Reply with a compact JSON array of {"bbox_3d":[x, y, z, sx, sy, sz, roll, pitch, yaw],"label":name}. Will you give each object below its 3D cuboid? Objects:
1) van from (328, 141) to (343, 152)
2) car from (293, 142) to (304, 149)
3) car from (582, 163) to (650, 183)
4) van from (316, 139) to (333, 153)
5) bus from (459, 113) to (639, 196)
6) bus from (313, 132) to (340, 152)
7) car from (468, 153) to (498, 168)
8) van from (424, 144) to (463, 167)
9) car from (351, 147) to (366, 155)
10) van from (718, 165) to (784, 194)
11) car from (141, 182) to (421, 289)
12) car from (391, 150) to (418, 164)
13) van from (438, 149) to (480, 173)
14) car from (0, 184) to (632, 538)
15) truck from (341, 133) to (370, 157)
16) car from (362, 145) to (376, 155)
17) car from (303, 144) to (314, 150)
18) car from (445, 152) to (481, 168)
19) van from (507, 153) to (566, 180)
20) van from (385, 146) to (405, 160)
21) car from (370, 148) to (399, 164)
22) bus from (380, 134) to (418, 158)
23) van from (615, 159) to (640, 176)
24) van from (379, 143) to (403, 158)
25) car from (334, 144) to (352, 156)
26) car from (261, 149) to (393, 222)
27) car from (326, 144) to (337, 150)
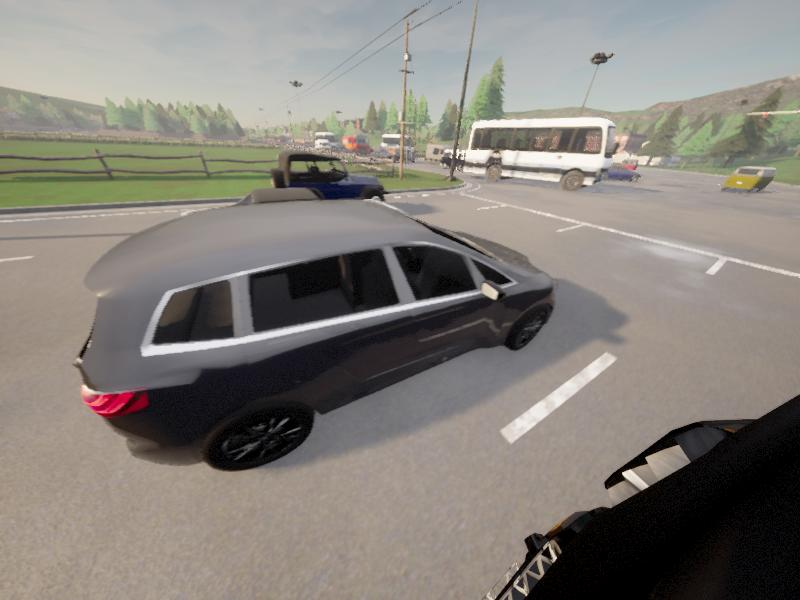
[{"bbox_3d":[-19.098,-45.528,68.355,2.351,2.431,6.366,-16,38,-26],"label":"van"},{"bbox_3d":[-34.642,-52.667,78.653,2.242,1.667,4.611,-16,38,-26],"label":"car"},{"bbox_3d":[22.815,-13.565,24.619,4.792,1.488,2.163,5,34,3],"label":"car"},{"bbox_3d":[-18.122,-36.995,55.535,1.988,2.561,5.915,-16,38,-26],"label":"van"},{"bbox_3d":[10.460,-11.429,17.983,10.273,4.253,3.944,29,44,34],"label":"bus"},{"bbox_3d":[-20.638,-44.139,64.518,3.944,4.253,10.273,-16,38,-26],"label":"bus"},{"bbox_3d":[12.815,-21.660,35.848,1.851,1.617,3.988,-16,38,-26],"label":"car"},{"bbox_3d":[6.098,-20.984,33.479,1.988,2.561,5.915,-16,39,-26],"label":"van"},{"bbox_3d":[-10.089,-36.306,56.143,1.812,1.442,4.674,-16,38,-26],"label":"car"},{"bbox_3d":[31.657,-10.918,20.883,4.442,1.987,1.775,-13,38,-22],"label":"van"},{"bbox_3d":[-2.056,-1.792,5.268,4.718,1.301,1.895,-16,38,-26],"label":"car"},{"bbox_3d":[0.576,-22.097,35.665,1.837,1.490,4.892,-16,38,-26],"label":"car"},{"bbox_3d":[6.750,-16.333,27.021,2.069,2.038,4.480,-17,39,-27],"label":"van"},{"bbox_3d":[-0.171,-0.249,2.767,4.611,1.667,2.242,-14,37,-24],"label":"car"},{"bbox_3d":[-9.463,-32.903,48.963,2.891,3.827,8.468,-16,38,-26],"label":"truck"},{"bbox_3d":[-7.943,-38.217,58.784,1.905,1.878,3.866,-16,38,-26],"label":"car"},{"bbox_3d":[-27.065,-45.208,68.207,1.994,1.385,4.181,-16,38,-26],"label":"car"},{"bbox_3d":[9.396,-21.190,34.866,2.152,1.651,5.027,-16,39,-26],"label":"car"},{"bbox_3d":[14.030,-13.966,24.043,2.069,2.038,4.480,-28,44,-36],"label":"van"},{"bbox_3d":[-1.065,-27.733,43.527,1.775,1.987,4.442,-16,38,-26],"label":"van"},{"bbox_3d":[-2.382,-21.241,33.997,2.242,1.667,4.611,-16,38,-26],"label":"car"},{"bbox_3d":[-0.474,-35.924,53.773,3.944,4.253,10.273,-16,39,-26],"label":"bus"},{"bbox_3d":[33.862,-19.813,34.358,1.775,1.987,4.442,30,42,33],"label":"van"},{"bbox_3d":[-2.129,-32.784,50.602,2.351,2.431,6.366,-16,38,-26],"label":"van"},{"bbox_3d":[-11.441,-30.174,46.471,1.932,1.855,4.605,-16,39,-26],"label":"car"},{"bbox_3d":[-2.443,-4.187,8.285,3.866,1.878,1.905,-16,38,-26],"label":"car"},{"bbox_3d":[-24.138,-53.924,81.244,1.930,1.638,5.238,-16,38,-26],"label":"car"}]
